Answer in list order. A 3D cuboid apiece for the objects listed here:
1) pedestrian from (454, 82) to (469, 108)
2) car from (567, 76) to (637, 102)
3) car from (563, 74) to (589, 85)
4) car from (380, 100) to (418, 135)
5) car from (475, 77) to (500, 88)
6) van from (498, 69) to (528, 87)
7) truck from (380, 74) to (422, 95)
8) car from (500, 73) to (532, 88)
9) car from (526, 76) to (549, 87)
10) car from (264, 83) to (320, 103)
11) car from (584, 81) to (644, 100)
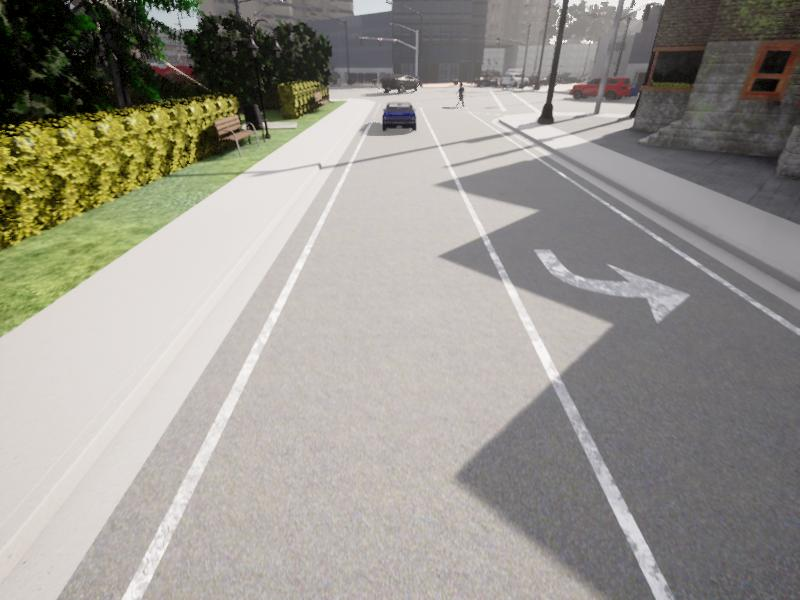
[{"bbox_3d":[5.085,-17.022,33.165,0.751,1.860,0.751,25,39,36],"label":"pedestrian"},{"bbox_3d":[20.024,-21.113,39.945,2.150,2.045,5.566,-27,39,-37],"label":"car"},{"bbox_3d":[34.040,-42.665,77.289,5.238,1.638,1.930,-22,37,-33],"label":"car"},{"bbox_3d":[-0.032,-10.247,22.239,1.895,1.301,4.718,0,30,0],"label":"car"},{"bbox_3d":[14.407,-35.667,65.509,4.193,1.474,1.816,-26,39,-37],"label":"car"},{"bbox_3d":[19.746,-38.773,69.761,5.915,2.561,1.988,-26,39,-37],"label":"van"},{"bbox_3d":[0.186,-27.481,50.941,2.390,2.098,6.274,17,34,26],"label":"truck"},{"bbox_3d":[18.762,-35.616,64.851,5.566,2.045,2.150,-26,39,-37],"label":"car"},{"bbox_3d":[23.888,-37.905,69.326,4.193,1.474,1.816,-26,39,-37],"label":"car"},{"bbox_3d":[-10.702,-20.754,40.032,4.792,1.488,2.163,-27,40,-37],"label":"car"},{"bbox_3d":[22.493,-22.149,42.225,1.882,1.535,5.008,-27,39,-38],"label":"car"}]
